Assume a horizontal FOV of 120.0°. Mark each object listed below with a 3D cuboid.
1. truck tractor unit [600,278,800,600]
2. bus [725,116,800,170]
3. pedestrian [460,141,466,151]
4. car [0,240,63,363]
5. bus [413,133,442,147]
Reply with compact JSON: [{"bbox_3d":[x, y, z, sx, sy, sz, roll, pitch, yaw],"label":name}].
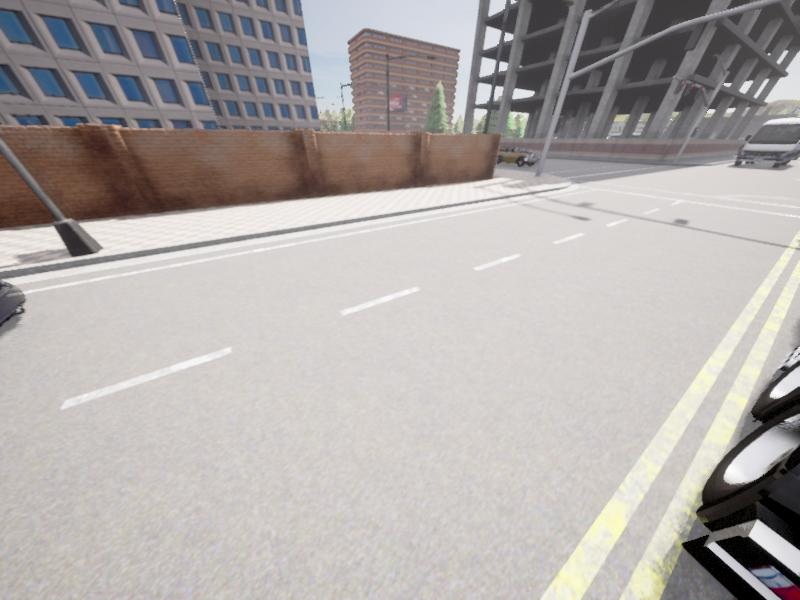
[{"bbox_3d":[5.134,-0.277,0.751,6.516,4.208,3.053,-17,38,-23],"label":"truck tractor unit"},{"bbox_3d":[41.808,-17.239,25.414,10.273,4.253,3.944,-19,39,-25],"label":"bus"},{"bbox_3d":[14.186,-34.539,51.849,0.751,1.860,0.751,-19,39,-26],"label":"pedestrian"},{"bbox_3d":[-7.005,0.564,1.940,4.181,1.385,1.994,-19,39,-25],"label":"car"},{"bbox_3d":[10.495,-60.308,87.079,10.273,4.253,3.944,-19,39,-25],"label":"bus"}]
